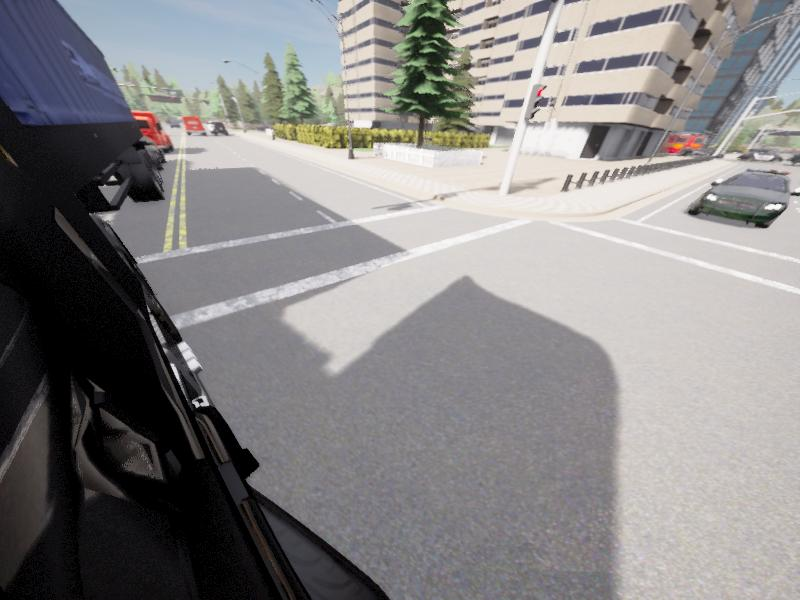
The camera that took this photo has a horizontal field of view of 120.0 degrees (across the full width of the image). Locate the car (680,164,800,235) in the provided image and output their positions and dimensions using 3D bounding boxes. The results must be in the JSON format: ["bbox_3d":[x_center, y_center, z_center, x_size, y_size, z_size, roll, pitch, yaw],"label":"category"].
[{"bbox_3d":[12.965,-3.945,8.602,4.974,1.542,2.038,-22,43,-29],"label":"car"}]

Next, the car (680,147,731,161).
[{"bbox_3d":[54.090,-26.082,41.076,1.930,1.638,5.238,-23,44,-30],"label":"car"}]

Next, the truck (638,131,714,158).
[{"bbox_3d":[53.793,-30.695,45.444,2.891,3.827,8.468,-22,43,-30],"label":"truck"}]

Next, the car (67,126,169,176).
[{"bbox_3d":[-13.743,-7.648,11.693,2.242,1.667,4.611,-22,43,-30],"label":"car"}]

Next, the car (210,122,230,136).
[{"bbox_3d":[-31.132,-29.543,39.914,1.905,1.878,3.866,-22,43,-29],"label":"car"}]

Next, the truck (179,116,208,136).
[{"bbox_3d":[-33.397,-28.176,37.429,2.627,2.467,5.204,-22,43,-30],"label":"truck"}]

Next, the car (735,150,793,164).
[{"bbox_3d":[61.909,-24.464,39.458,4.974,1.542,2.038,18,39,19],"label":"car"}]

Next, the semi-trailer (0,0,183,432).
[{"bbox_3d":[-7.885,-4.045,4.905,2.717,4.402,14.254,-24,44,-32],"label":"semi-trailer"}]

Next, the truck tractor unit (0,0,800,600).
[{"bbox_3d":[-2.645,-0.295,0.351,6.516,4.208,3.053,28,44,30],"label":"truck tractor unit"}]

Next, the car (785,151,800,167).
[{"bbox_3d":[60.858,-20.663,34.018,1.905,1.878,3.866,-23,44,-30],"label":"car"}]

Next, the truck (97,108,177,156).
[{"bbox_3d":[-18.902,-12.366,17.046,2.627,2.467,5.204,-22,43,-30],"label":"truck"}]
